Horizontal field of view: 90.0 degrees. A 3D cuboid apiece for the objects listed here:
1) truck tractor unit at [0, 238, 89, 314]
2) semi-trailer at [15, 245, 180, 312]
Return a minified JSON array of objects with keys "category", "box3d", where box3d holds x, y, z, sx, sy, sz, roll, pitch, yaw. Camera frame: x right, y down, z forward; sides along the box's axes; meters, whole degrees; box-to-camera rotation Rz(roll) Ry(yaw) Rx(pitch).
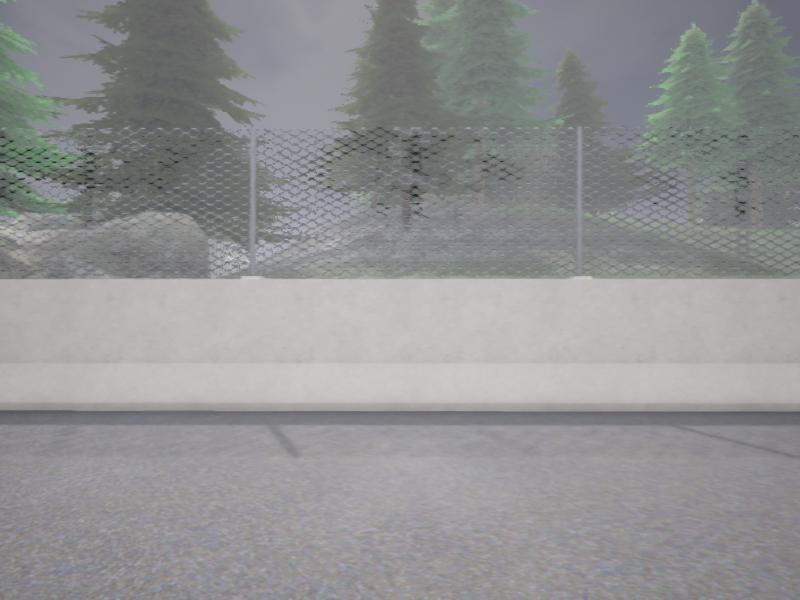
[{"category":"truck tractor unit","box3d":[-23.798,-1.312,25.347,3.053,4.208,6.516,0,0,1]},{"category":"semi-trailer","box3d":[-23.681,-1.407,33.260,2.717,4.402,14.254,0,0,1]}]
